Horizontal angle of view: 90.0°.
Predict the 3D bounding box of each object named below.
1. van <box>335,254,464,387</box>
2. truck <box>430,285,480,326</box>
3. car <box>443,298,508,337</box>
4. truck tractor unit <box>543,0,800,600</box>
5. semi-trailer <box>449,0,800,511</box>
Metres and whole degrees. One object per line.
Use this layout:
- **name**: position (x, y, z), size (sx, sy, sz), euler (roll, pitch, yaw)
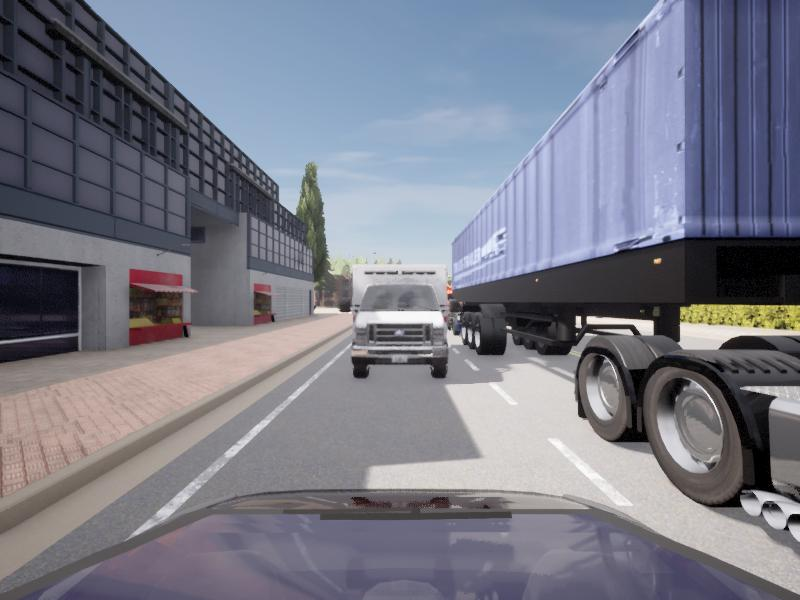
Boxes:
- **van**: position (-0.006, 0.378, 10.503), size (2.351, 2.431, 6.366), euler (0, 0, 0)
- **truck**: position (3.499, 0.359, 26.709), size (2.627, 2.467, 5.204), euler (0, 0, 0)
- **car**: position (3.477, 0.761, 19.435), size (2.242, 1.667, 4.611), euler (0, 0, 0)
- **truck tractor unit**: position (3.498, -0.514, 2.245), size (3.053, 4.208, 6.516), euler (0, 0, 0)
- **semi-trailer**: position (3.492, -0.617, 10.158), size (2.717, 4.402, 14.254), euler (0, 0, 0)
